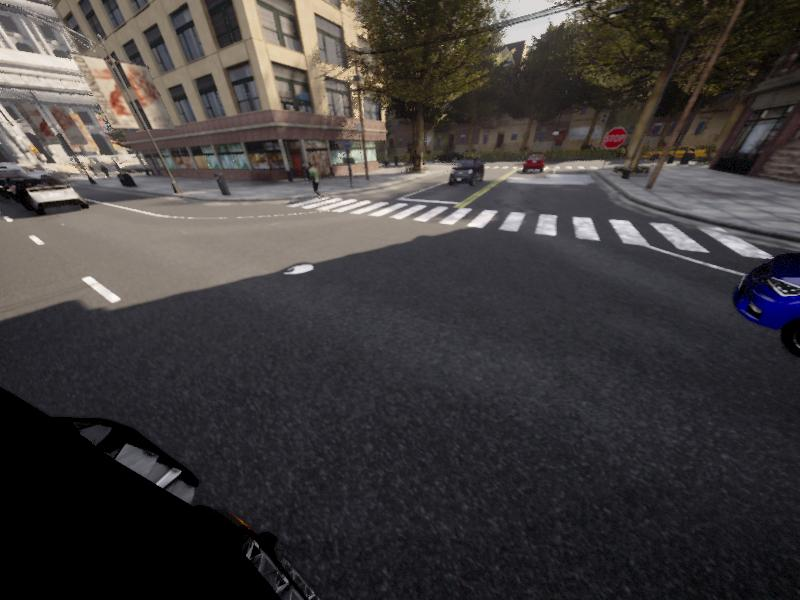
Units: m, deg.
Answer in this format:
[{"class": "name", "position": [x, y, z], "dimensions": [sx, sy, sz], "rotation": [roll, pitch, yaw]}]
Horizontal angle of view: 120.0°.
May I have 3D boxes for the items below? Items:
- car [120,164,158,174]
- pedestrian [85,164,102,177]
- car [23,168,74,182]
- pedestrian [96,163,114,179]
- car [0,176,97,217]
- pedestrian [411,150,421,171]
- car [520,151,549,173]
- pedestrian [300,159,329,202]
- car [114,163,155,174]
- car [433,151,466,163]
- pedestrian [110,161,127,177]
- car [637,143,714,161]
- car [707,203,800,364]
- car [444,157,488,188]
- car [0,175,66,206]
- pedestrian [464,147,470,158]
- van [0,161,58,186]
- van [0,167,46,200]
[{"class": "car", "position": [-48.834, -24.573, 43.270], "dimensions": [1.994, 1.385, 4.181], "rotation": [16, 37, 26]}, {"class": "pedestrian", "position": [-48.454, -20.467, 36.502], "dimensions": [0.751, 1.860, 0.751], "rotation": [17, 38, 27]}, {"class": "car", "position": [-51.370, -18.387, 33.847], "dimensions": [1.845, 1.501, 3.633], "rotation": [16, 37, 26]}, {"class": "pedestrian", "position": [-42.078, -18.388, 32.926], "dimensions": [0.751, 1.860, 0.751], "rotation": [18, 39, 28]}, {"class": "car", "position": [-19.107, -5.719, 12.522], "dimensions": [4.514, 1.525, 2.007], "rotation": [16, 37, 26]}, {"class": "pedestrian", "position": [1.739, -14.968, 24.760], "dimensions": [0.751, 1.860, 0.751], "rotation": [27, 43, 37]}, {"class": "car", "position": [12.528, -12.837, 21.448], "dimensions": [1.789, 1.549, 3.705], "rotation": [15, 37, 25]}, {"class": "pedestrian", "position": [-4.412, -6.222, 12.045], "dimensions": [0.751, 1.860, 0.751], "rotation": [21, 40, 31]}, {"class": "car", "position": [-51.654, -25.684, 45.064], "dimensions": [2.163, 1.488, 4.792], "rotation": [16, 37, 26]}, {"class": "car", "position": [8.184, -24.006, 38.799], "dimensions": [5.008, 1.535, 1.882], "rotation": [18, 38, 28]}, {"class": "pedestrian", "position": [-40.911, -19.044, 33.589], "dimensions": [0.751, 1.860, 0.751], "rotation": [-28, 41, -33]}, {"class": "car", "position": [31.863, -17.259, 27.004], "dimensions": [5.366, 1.575, 1.801], "rotation": [16, 37, 26]}, {"class": "car", "position": [6.079, 0.393, 1.693], "dimensions": [1.816, 1.474, 4.193], "rotation": [-23, 39, -28]}, {"class": "car", "position": [4.571, -8.786, 15.763], "dimensions": [1.845, 1.501, 3.633], "rotation": [15, 37, 25]}, {"class": "car", "position": [-24.526, -7.303, 15.270], "dimensions": [3.633, 1.501, 1.845], "rotation": [16, 37, 26]}, {"class": "pedestrian", "position": [13.245, -29.022, 45.539], "dimensions": [0.751, 1.860, 0.751], "rotation": [11, 35, 20]}, {"class": "van", "position": [-50.105, -16.200, 29.607], "dimensions": [2.351, 2.431, 6.366], "rotation": [16, 37, 26]}, {"class": "van", "position": [-30.333, -9.129, 17.998], "dimensions": [4.442, 1.987, 1.775], "rotation": [16, 37, 26]}]
